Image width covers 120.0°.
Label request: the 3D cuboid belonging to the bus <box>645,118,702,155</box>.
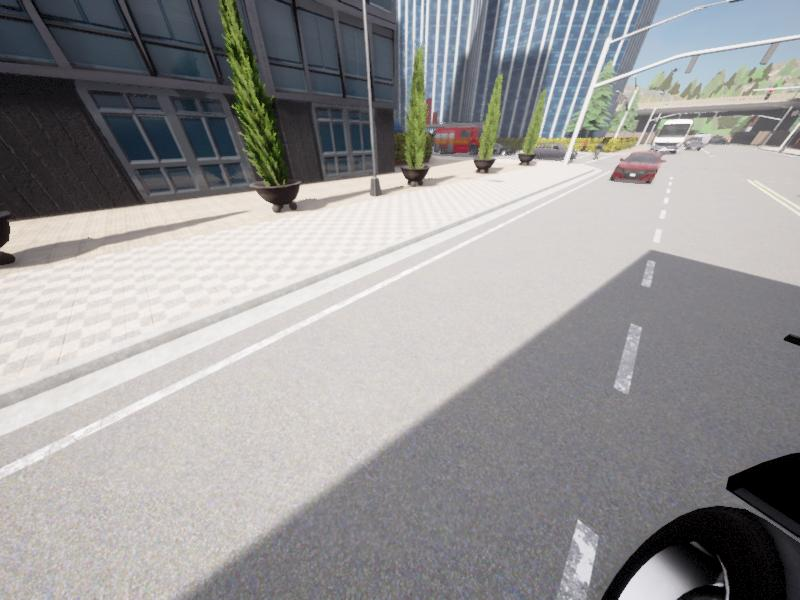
[{"bbox_3d":[43.226,-25.896,36.686,3.944,4.253,10.273,30,45,35],"label":"bus"}]

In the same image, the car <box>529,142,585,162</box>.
[{"bbox_3d":[17.913,-17.090,26.596,2.242,1.667,4.611,-27,43,-32],"label":"car"}]

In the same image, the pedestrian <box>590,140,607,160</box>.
[{"bbox_3d":[22.565,-17.007,26.244,0.751,1.860,0.751,28,44,34],"label":"pedestrian"}]

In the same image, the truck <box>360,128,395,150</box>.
[{"bbox_3d":[-5.268,-36.850,52.939,8.468,3.827,2.891,29,45,35],"label":"truck"}]

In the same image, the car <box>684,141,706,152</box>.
[{"bbox_3d":[52.423,-27.344,41.113,1.812,1.442,4.674,30,45,35],"label":"car"}]

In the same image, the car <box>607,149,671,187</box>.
[{"bbox_3d":[14.557,-8.130,14.020,1.882,1.535,5.008,29,45,35],"label":"car"}]

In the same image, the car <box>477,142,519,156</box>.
[{"bbox_3d":[14.245,-22.178,33.872,5.238,1.638,1.930,29,45,35],"label":"car"}]

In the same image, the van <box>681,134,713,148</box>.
[{"bbox_3d":[69.595,-37.292,54.134,5.915,2.561,1.988,-14,36,-18],"label":"van"}]

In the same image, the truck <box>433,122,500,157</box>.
[{"bbox_3d":[9.193,-23.080,33.292,8.468,3.827,2.891,29,45,35],"label":"truck"}]

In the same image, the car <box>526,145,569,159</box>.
[{"bbox_3d":[19.164,-19.383,30.108,4.181,1.385,1.994,28,44,34],"label":"car"}]

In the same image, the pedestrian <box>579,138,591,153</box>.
[{"bbox_3d":[28.932,-24.209,36.158,0.751,1.860,0.751,-27,43,-33],"label":"pedestrian"}]
